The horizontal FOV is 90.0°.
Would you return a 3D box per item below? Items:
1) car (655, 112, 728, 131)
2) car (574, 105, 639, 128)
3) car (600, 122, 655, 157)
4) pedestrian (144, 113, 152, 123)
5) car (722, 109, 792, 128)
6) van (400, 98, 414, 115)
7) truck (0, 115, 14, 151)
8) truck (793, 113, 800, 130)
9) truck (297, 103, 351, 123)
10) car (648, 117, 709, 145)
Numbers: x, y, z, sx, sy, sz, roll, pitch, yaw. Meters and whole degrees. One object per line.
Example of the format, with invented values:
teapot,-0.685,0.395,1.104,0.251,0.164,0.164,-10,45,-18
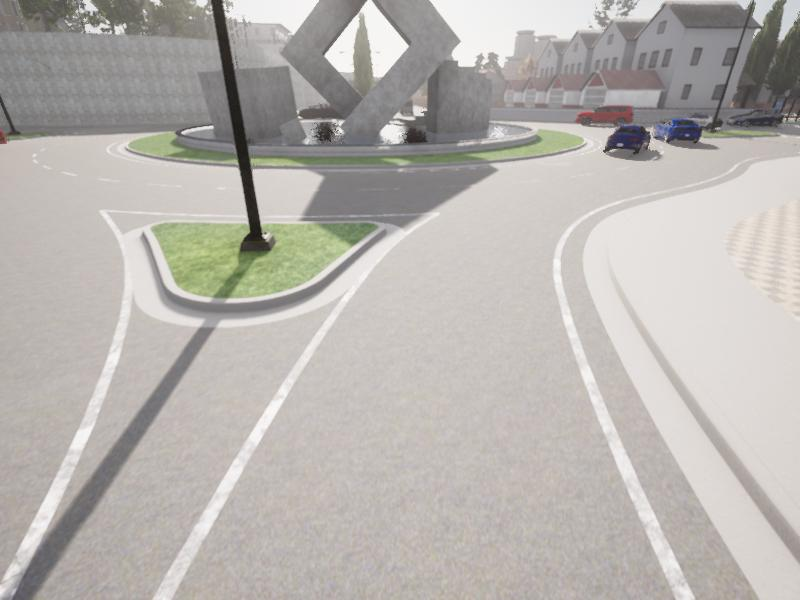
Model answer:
car,27.660,-17.064,38.139,4.974,1.542,2.038,4,28,8
car,21.739,-19.563,42.471,5.566,2.045,2.150,9,29,16
car,13.534,-9.573,23.676,1.812,1.442,4.674,19,33,32
pedestrian,-28.684,-20.752,45.606,0.500,1.100,0.500,-12,29,-22
car,36.052,-18.366,40.547,4.856,1.649,2.033,0,27,0
van,1.140,-33.733,69.629,1.988,2.561,5.915,-2,27,-3
truck,-28.704,-10.890,23.775,8.468,3.827,2.891,5,27,10
truck,40.946,-17.200,37.298,5.204,2.467,2.627,-2,27,-2
truck,-9.494,-23.261,49.724,6.274,2.098,2.390,-6,27,-12
car,19.697,-12.147,28.574,1.882,1.535,5.008,7,28,13
